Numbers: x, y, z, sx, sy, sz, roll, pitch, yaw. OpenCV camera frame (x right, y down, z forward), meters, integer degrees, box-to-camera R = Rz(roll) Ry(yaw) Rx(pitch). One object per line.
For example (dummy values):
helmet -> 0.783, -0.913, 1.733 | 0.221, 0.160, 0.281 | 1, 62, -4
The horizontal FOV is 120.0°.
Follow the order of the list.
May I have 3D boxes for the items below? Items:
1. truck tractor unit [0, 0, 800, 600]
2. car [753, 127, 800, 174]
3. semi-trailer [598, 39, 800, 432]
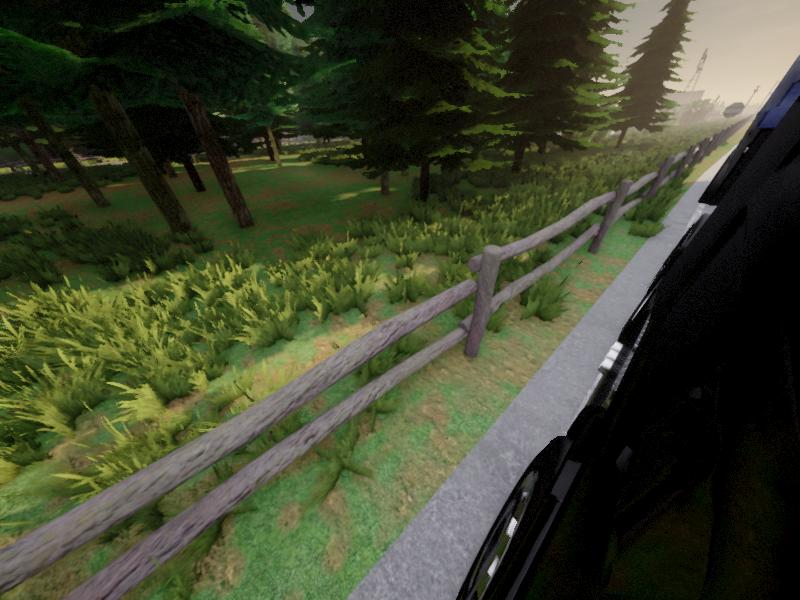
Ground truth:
truck tractor unit -> 2.645, -0.295, 0.351 | 6.516, 4.208, 3.053 | -28, 44, -30
car -> 17.892, -6.688, 10.212 | 4.181, 1.385, 1.994 | -27, 43, -29
semi-trailer -> 8.702, -3.615, 4.205 | 14.254, 4.402, 2.717 | -28, 44, -30
